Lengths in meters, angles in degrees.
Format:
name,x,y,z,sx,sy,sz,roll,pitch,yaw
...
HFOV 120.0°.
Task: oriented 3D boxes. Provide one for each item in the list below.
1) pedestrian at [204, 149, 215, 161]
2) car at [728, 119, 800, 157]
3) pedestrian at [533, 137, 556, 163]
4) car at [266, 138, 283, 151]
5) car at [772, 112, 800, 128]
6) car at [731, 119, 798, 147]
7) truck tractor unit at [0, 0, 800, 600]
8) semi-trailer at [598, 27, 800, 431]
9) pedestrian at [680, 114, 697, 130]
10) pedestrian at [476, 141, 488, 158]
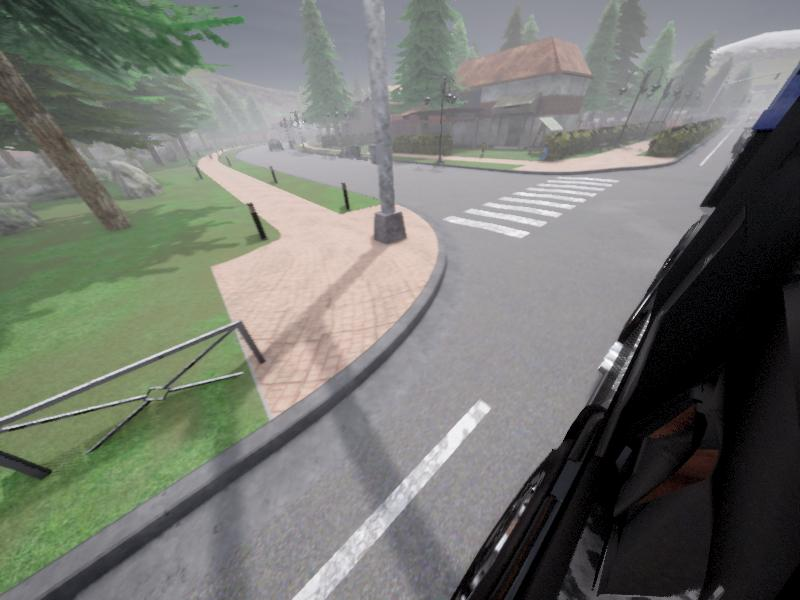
name,x,y,z,sx,sy,sz,roll,pitch,yaw
pedestrian,-21.940,-16.729,26.649,0.500,1.100,0.500,-28,43,-29
car,23.048,-10.307,14.592,4.856,1.649,2.033,-28,44,-30
pedestrian,9.342,-9.708,14.957,0.751,1.300,0.751,25,45,32
car,-22.630,-28.107,41.664,2.097,1.767,4.553,-19,39,-20
car,58.028,-26.658,34.144,2.242,1.667,4.611,30,47,35
car,28.235,-13.066,18.042,4.902,1.511,2.128,-28,44,-30
truck tractor unit,2.645,-0.295,0.351,6.516,4.208,3.053,-28,44,-30
semi-trailer,8.738,-3.556,4.220,14.254,4.402,2.717,-27,43,-30
pedestrian,42.926,-26.398,34.354,0.751,1.860,0.751,-28,44,-30
pedestrian,6.426,-11.752,18.043,0.500,1.100,0.500,-28,43,-30
